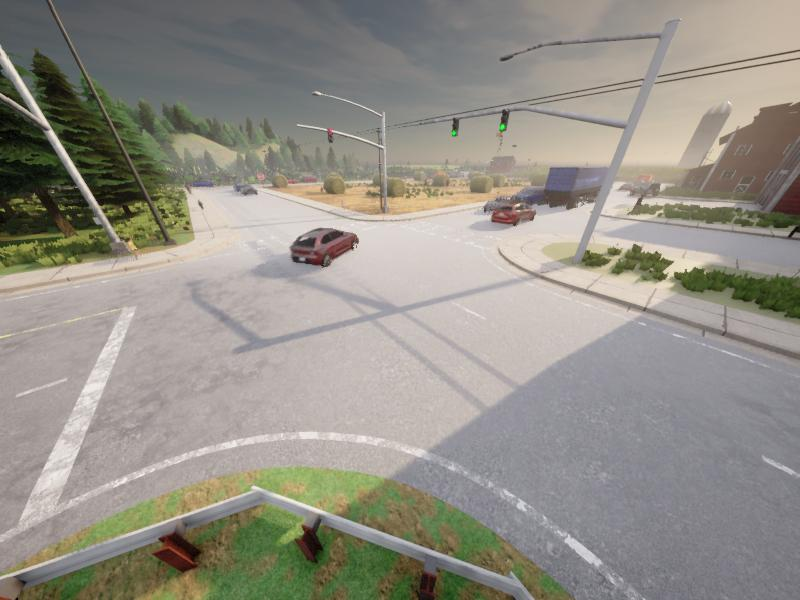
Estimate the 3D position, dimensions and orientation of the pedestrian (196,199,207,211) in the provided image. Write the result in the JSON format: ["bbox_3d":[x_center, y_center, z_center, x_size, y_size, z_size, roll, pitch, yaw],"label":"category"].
[{"bbox_3d":[-20.583,-9.833,23.926,0.500,1.100,0.500,-24,38,-35],"label":"pedestrian"}]

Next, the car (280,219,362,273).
[{"bbox_3d":[-3.812,-3.016,12.071,1.816,1.474,4.193,10,32,15],"label":"car"}]

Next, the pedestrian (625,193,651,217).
[{"bbox_3d":[20.997,-8.378,20.391,0.751,1.860,0.751,-14,33,-22],"label":"pedestrian"}]

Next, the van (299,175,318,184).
[{"bbox_3d":[-26.052,-34.335,65.762,4.442,1.987,1.775,-20,36,-31],"label":"van"}]

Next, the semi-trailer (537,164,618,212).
[{"bbox_3d":[21.770,-13.865,27.884,14.254,4.402,2.717,-23,37,-34],"label":"semi-trailer"}]

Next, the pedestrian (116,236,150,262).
[{"bbox_3d":[-12.811,-2.467,11.114,0.500,1.100,0.500,-8,31,-13],"label":"pedestrian"}]

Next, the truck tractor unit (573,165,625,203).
[{"bbox_3d":[27.825,-16.348,32.317,6.516,4.208,3.053,-24,37,-34],"label":"truck tractor unit"}]

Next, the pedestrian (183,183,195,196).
[{"bbox_3d":[-32.828,-17.198,35.922,0.751,1.860,0.751,-18,35,-28],"label":"pedestrian"}]

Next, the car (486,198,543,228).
[{"bbox_3d":[9.708,-7.465,19.538,4.611,1.667,2.242,-24,37,-34],"label":"car"}]

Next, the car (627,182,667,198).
[{"bbox_3d":[37.519,-16.849,35.271,1.905,1.878,3.866,-2,28,9],"label":"car"}]

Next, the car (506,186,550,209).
[{"bbox_3d":[15.392,-12.350,27.640,5.566,2.045,2.150,-23,37,-34],"label":"car"}]

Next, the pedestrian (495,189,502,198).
[{"bbox_3d":[14.562,-15.768,34.152,0.500,1.100,0.500,-12,32,-20],"label":"pedestrian"}]

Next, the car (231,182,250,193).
[{"bbox_3d":[-30.385,-21.484,44.022,1.882,1.535,5.008,-22,37,-34],"label":"car"}]

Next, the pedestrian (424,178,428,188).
[{"bbox_3d":[5.505,-24.981,49.342,0.751,1.860,0.751,3,30,5],"label":"pedestrian"}]

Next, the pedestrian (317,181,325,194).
[{"bbox_3d":[-13.251,-18.823,38.701,0.751,1.860,0.751,-17,34,-26],"label":"pedestrian"}]

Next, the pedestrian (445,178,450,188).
[{"bbox_3d":[10.173,-24.993,49.364,0.751,1.860,0.751,-1,30,-2],"label":"pedestrian"}]

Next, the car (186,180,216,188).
[{"bbox_3d":[-45.565,-26.623,52.936,4.514,1.525,2.007,-9,31,-15],"label":"car"}]

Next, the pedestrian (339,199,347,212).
[{"bbox_3d":[-5.872,-9.738,23.762,0.500,1.100,0.500,-24,38,-35],"label":"pedestrian"}]

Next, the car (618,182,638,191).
[{"bbox_3d":[45.894,-22.806,46.427,4.181,1.385,1.994,-23,37,-35],"label":"car"}]

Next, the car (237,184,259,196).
[{"bbox_3d":[-25.908,-18.765,39.320,2.038,1.542,4.974,-22,37,-33],"label":"car"}]

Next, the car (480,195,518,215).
[{"bbox_3d":[10.235,-9.931,23.957,3.633,1.501,1.845,-23,37,-34],"label":"car"}]
